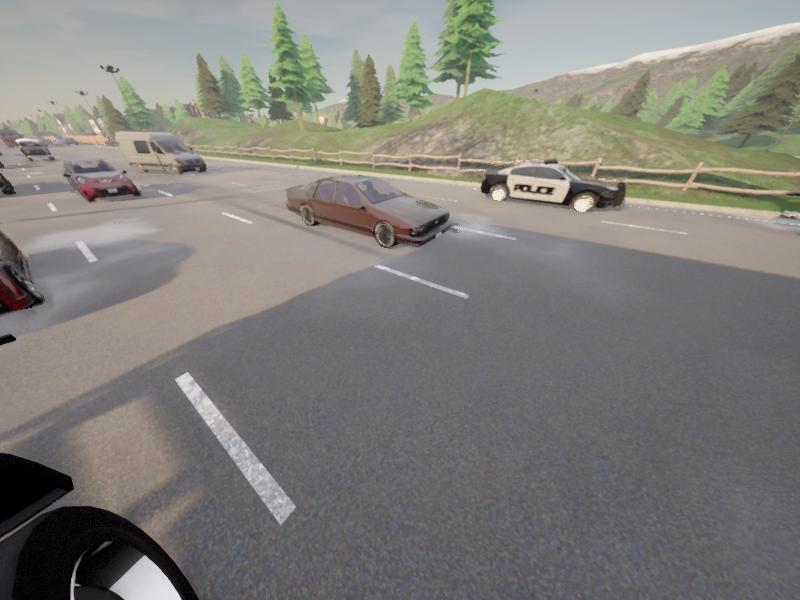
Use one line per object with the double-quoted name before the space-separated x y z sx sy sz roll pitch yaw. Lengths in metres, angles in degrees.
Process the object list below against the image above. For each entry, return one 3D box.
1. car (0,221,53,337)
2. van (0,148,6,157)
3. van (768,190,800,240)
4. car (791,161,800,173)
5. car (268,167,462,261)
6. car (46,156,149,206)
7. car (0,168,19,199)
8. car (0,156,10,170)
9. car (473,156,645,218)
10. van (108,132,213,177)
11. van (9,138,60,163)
"car" -7.542 -0.495 3.409 4.181 1.385 1.994 22 40 28
"van" -56.372 -20.828 31.145 6.366 2.431 2.351 22 40 28
"van" 14.157 -1.893 4.684 6.366 2.431 2.351 22 40 28
"car" 36.130 -11.111 18.796 1.851 1.617 3.988 5 35 7
"car" -1.216 -2.831 6.786 5.357 1.411 2.033 22 40 28
"car" -13.311 -5.363 10.185 3.633 1.501 1.845 22 40 28
"car" -20.127 -5.730 10.565 5.027 1.651 2.152 22 40 28
"car" -34.689 -11.605 18.967 4.792 1.488 2.163 22 40 28
"car" 6.063 -4.869 9.557 5.238 1.638 1.930 22 40 28
"van" -17.427 -10.734 16.955 5.915 2.561 1.988 11 36 15
"van" -40.376 -16.562 25.515 4.480 2.038 2.069 22 40 27
